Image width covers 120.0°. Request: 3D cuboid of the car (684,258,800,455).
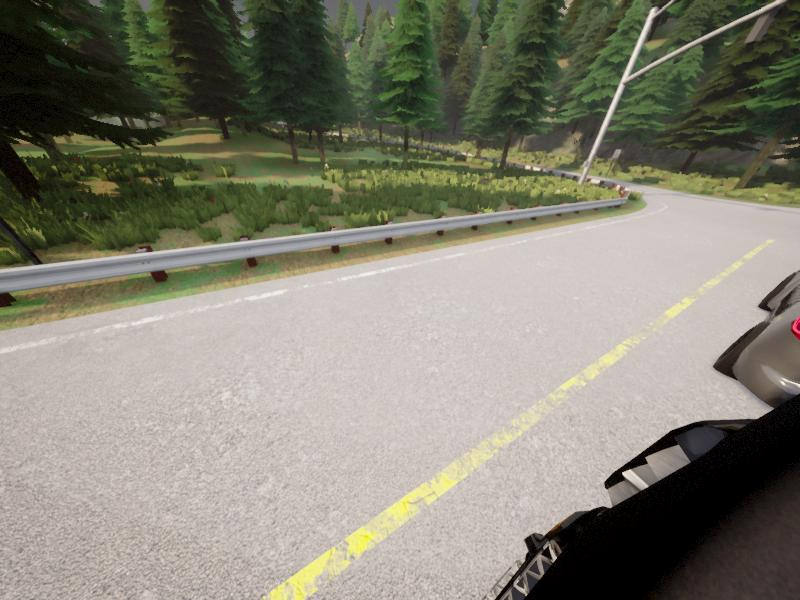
[{"bbox_3d":[5.834,0.326,2.377,4.611,1.667,2.242,-16,38,-26],"label":"car"}]
